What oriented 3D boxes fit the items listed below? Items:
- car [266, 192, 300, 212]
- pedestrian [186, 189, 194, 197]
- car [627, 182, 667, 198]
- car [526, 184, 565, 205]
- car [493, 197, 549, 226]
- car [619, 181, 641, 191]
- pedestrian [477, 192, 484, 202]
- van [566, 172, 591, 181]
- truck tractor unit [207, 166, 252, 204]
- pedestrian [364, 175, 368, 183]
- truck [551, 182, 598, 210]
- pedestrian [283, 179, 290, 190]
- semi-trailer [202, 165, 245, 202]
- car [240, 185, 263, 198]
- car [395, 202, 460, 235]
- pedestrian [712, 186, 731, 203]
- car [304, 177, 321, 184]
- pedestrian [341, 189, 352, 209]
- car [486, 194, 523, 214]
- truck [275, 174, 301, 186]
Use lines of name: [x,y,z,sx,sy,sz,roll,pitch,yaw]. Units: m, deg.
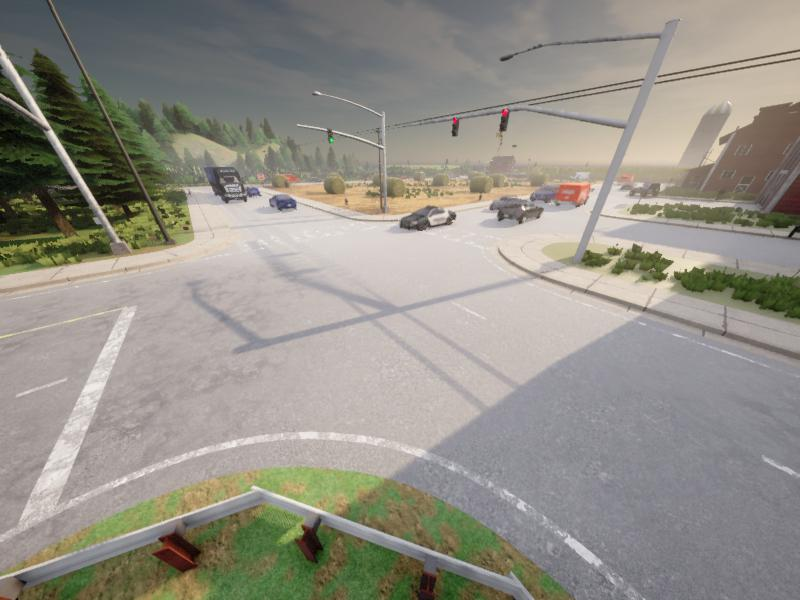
car: [-13.326,-11.143,26.111,1.882,1.535,5.008,-22,37,-33]
pedestrian: [-31.779,-16.179,34.917,0.500,1.100,0.500,25,38,36]
car: [37.519,-16.849,35.271,1.905,1.878,3.866,-2,28,9]
car: [19.357,-14.052,30.582,5.566,2.045,2.150,-24,38,-34]
car: [10.599,-7.830,20.211,5.027,1.651,2.152,-23,37,-34]
car: [47.022,-23.352,47.215,4.974,1.542,2.038,-23,37,-34]
pedestrian: [10.347,-13.187,29.682,0.500,1.100,0.500,18,35,29]
van: [61.492,-42.649,79.637,1.988,2.561,5.915,-23,37,-34]
truck tractor unit: [-23.086,-15.604,31.146,3.053,4.208,6.516,-22,36,-33]
pedestrian: [-9.355,-33.563,64.199,0.751,1.860,0.751,20,36,31]
truck: [20.888,-12.578,27.626,5.204,2.467,2.627,-24,37,-34]
pedestrian: [-22.525,-22.956,45.881,0.751,1.860,0.751,-5,30,-8]
semi-trailer: [-28.123,-18.734,36.381,2.717,4.402,14.254,-22,37,-33]
car: [-24.067,-17.648,37.389,2.007,1.525,4.514,-22,37,-33]
car: [2.168,-6.475,17.981,4.974,1.542,2.038,-23,37,-34]
pedestrian: [40.884,-13.456,29.400,0.751,1.860,0.751,-25,38,-36]
car: [-25.175,-34.467,66.500,3.806,1.475,1.970,-21,36,-32]
pedestrian: [-5.845,-11.014,25.196,0.751,1.860,0.751,4,30,7]
car: [11.089,-10.296,24.587,3.633,1.501,1.845,-23,37,-34]
truck: [-29.011,-31.250,59.951,5.204,2.467,2.627,-21,36,-31]
